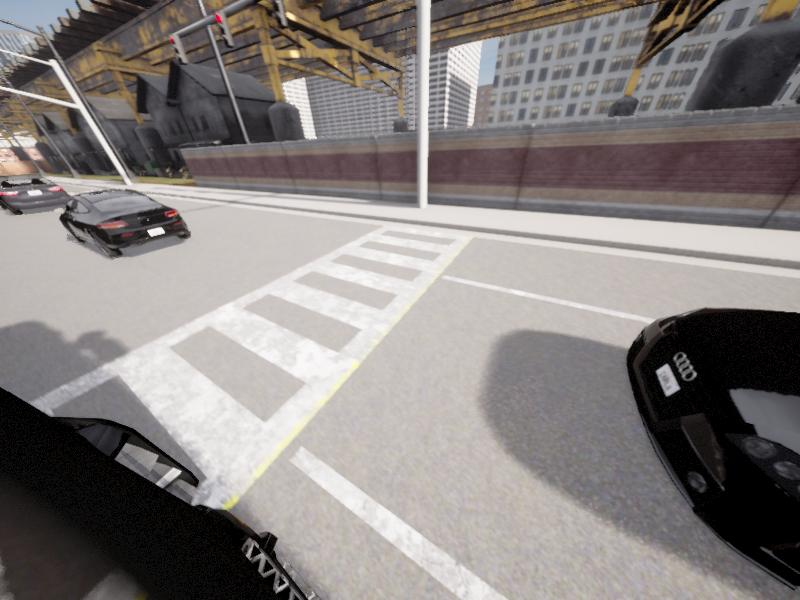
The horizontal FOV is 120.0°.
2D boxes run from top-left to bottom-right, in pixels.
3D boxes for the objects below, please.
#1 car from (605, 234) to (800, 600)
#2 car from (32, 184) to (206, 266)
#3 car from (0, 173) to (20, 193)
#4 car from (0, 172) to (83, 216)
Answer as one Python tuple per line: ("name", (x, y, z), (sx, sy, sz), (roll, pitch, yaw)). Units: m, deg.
("car", (3.888, 0.978, 0.920), (4.181, 1.385, 1.994), (16, 38, 25))
("car", (-8.283, -2.452, 6.834), (4.674, 1.442, 1.812), (16, 38, 25))
("car", (-38.049, -10.792, 21.330), (4.902, 1.511, 2.128), (16, 38, 25))
("car", (-20.377, -5.923, 12.667), (4.611, 1.667, 2.242), (16, 38, 25))
